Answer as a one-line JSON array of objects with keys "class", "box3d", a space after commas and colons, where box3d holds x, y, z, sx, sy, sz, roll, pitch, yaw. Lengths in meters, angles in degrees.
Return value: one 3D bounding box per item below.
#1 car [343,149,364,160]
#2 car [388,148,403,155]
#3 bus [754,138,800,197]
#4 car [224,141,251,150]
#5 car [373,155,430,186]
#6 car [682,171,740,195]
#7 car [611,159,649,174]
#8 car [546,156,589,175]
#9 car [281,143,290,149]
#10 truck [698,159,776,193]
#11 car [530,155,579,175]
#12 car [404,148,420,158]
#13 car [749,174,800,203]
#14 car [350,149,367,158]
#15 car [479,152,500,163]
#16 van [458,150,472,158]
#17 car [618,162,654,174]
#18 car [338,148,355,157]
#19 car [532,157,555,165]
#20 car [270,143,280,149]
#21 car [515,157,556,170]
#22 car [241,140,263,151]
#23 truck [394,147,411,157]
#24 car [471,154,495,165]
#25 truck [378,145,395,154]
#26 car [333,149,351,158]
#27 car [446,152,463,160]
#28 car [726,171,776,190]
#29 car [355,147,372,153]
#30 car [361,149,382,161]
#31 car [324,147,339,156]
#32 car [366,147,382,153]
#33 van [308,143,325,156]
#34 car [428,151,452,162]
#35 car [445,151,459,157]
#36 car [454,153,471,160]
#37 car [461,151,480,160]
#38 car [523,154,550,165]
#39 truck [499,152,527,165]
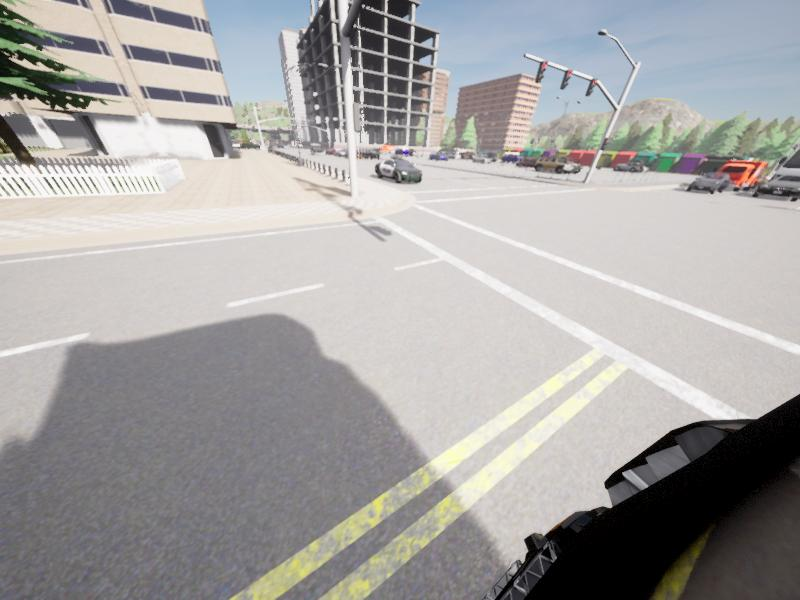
[{"class": "car", "box3d": [-8.260, -25.743, 40.868, 2.163, 1.488, 4.792, -16, 38, -26]}, {"class": "car", "box3d": [-1.558, -50.266, 78.251, 4.611, 1.667, 2.242, -16, 38, -26]}, {"class": "bus", "box3d": [39.332, -12.273, 21.601, 10.273, 4.253, 3.944, -15, 37, -25]}, {"class": "car", "box3d": [-39.016, -37.086, 55.479, 4.974, 1.542, 2.038, -17, 38, -27]}, {"class": "car", "box3d": [-0.078, -9.916, 17.541, 2.038, 1.542, 4.974, -15, 38, -25]}, {"class": "car", "box3d": [26.331, -9.950, 19.580, 3.633, 1.501, 1.845, -15, 38, -25]}, {"class": "car", "box3d": [39.418, -23.022, 39.712, 1.905, 1.878, 3.866, -16, 38, -26]}, {"class": "car", "box3d": [22.427, -18.204, 31.157, 1.905, 1.878, 3.866, -16, 38, -26]}, {"class": "car", "box3d": [-38.933, -52.287, 78.596, 1.851, 1.617, 3.988, -16, 38, -26]}, {"class": "truck", "box3d": [32.292, -11.952, 22.200, 5.204, 2.467, 2.627, -15, 37, -25]}, {"class": "car", "box3d": [19.892, -17.525, 29.937, 1.932, 1.855, 4.605, -16, 38, -26]}, {"class": "car", "box3d": [3.000, -37.558, 58.914, 1.932, 1.855, 4.605, -16, 38, -26]}, {"class": "car", "box3d": [30.569, -8.943, 18.296, 5.027, 1.651, 2.152, -16, 38, -26]}, {"class": "car", "box3d": [-8.569, -29.889, 47.139, 1.812, 1.442, 4.674, -16, 38, -26]}, {"class": "car", "box3d": [20.422, -32.837, 53.101, 1.905, 1.878, 3.866, -16, 38, -26]}, {"class": "van", "box3d": [23.730, -53.265, 84.231, 4.480, 2.038, 2.069, -16, 38, -26]}, {"class": "car", "box3d": [41.923, -23.526, 41.094, 1.970, 1.475, 3.806, -16, 38, -26]}, {"class": "car", "box3d": [-12.196, -33.468, 52.315, 2.033, 1.411, 5.357, -16, 38, -26]}, {"class": "car", "box3d": [33.227, -32.215, 53.503, 1.784, 1.438, 3.905, -16, 38, -26]}, {"class": "car", "box3d": [-41.083, -50.610, 75.794, 2.033, 1.649, 4.856, -16, 38, -26]}, {"class": "car", "box3d": [21.571, -21.870, 37.051, 2.033, 1.415, 5.357, -16, 38, -26]}, {"class": "car", "box3d": [-34.775, -36.198, 54.206, 3.866, 1.878, 1.905, -17, 38, -27]}, {"class": "truck", "box3d": [0.530, -36.894, 57.554, 2.069, 2.038, 4.478, -16, 38, -26]}, {"class": "car", "box3d": [16.082, -27.334, 44.900, 1.970, 1.475, 3.806, -16, 38, -26]}, {"class": "truck", "box3d": [-4.713, -51.981, 79.754, 5.204, 2.467, 2.627, -16, 38, -26]}, {"class": "car", "box3d": [-11.448, -28.822, 45.445, 1.895, 1.301, 4.718, -16, 38, -26]}, {"class": "car", "box3d": [13.577, -36.239, 58.157, 1.970, 1.475, 3.806, -16, 38, -26]}, {"class": "car", "box3d": [38.817, -13.312, 25.552, 5.366, 1.575, 1.801, -15, 37, -25]}, {"class": "car", "box3d": [-12.024, -49.480, 76.313, 5.357, 1.411, 2.033, -16, 38, -26]}, {"class": "car", "box3d": [-5.324, -26.722, 42.515, 1.882, 1.535, 5.008, -16, 38, -26]}, {"class": "car", "box3d": [-14.936, -32.335, 50.352, 1.812, 1.442, 4.674, -16, 38, -26]}, {"class": "car", "box3d": [-8.317, -48.420, 74.743, 4.892, 1.490, 1.837, -16, 38, -26]}, {"class": "van", "box3d": [-17.132, -30.920, 47.494, 2.069, 2.038, 4.480, -16, 39, -26]}, {"class": "car", "box3d": [8.010, -29.212, 46.997, 2.242, 1.667, 4.611, -16, 38, -26]}, {"class": "car", "box3d": [19.326, -53.993, 85.534, 4.902, 1.511, 2.128, -16, 38, -26]}, {"class": "car", "box3d": [16.088, -36.973, 59.397, 1.784, 1.438, 3.905, -16, 38, -26]}, {"class": "car", "box3d": [18.397, -37.830, 60.483, 1.932, 1.855, 4.605, -16, 38, -26]}, {"class": "car", "box3d": [30.694, -31.714, 52.174, 1.932, 1.855, 4.605, -16, 38, -26]}, {"class": "truck", "box3d": [23.603, -29.754, 48.510, 2.069, 2.038, 4.478, -16, 38, -26]}]
